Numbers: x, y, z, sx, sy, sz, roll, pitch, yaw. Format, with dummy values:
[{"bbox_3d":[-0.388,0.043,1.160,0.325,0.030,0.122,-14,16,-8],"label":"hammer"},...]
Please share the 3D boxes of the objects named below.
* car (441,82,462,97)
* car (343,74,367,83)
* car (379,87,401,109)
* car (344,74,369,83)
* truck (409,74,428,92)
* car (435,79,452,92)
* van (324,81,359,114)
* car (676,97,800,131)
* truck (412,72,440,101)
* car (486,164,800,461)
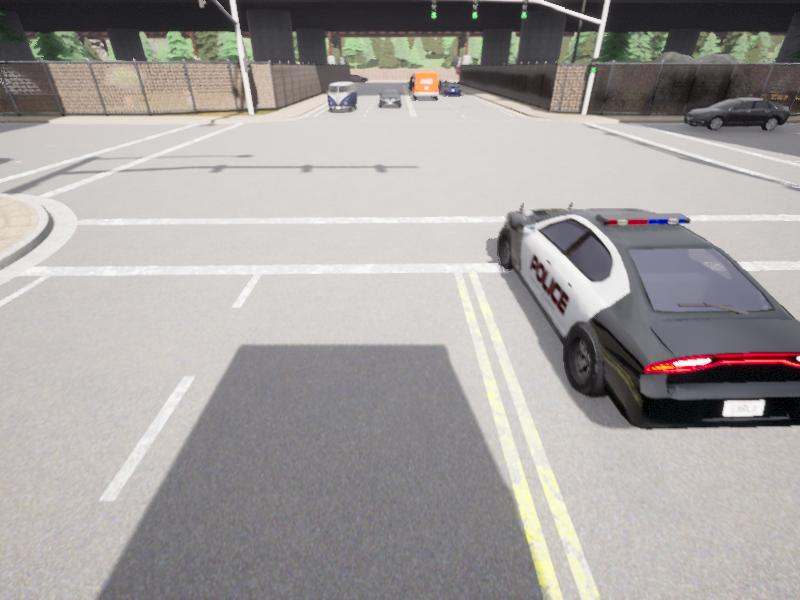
[{"bbox_3d":[6.113,-25.211,47.782,1.994,1.385,4.181,0,30,0],"label":"car"},{"bbox_3d":[-9.529,-47.368,85.410,4.856,1.649,2.033,0,30,0],"label":"car"},{"bbox_3d":[-0.829,-17.502,34.518,1.812,1.442,4.674,0,30,0],"label":"car"},{"bbox_3d":[-8.912,-45.605,82.395,4.856,1.649,2.033,0,30,0],"label":"car"},{"bbox_3d":[2.559,-30.748,56.527,2.390,2.098,6.274,0,30,0],"label":"truck"},{"bbox_3d":[6.060,-30.331,56.518,1.970,1.475,3.806,0,30,0],"label":"car"},{"bbox_3d":[-4.400,-15.602,30.725,1.775,1.987,4.442,1,31,2],"label":"van"},{"bbox_3d":[18.189,-10.072,21.651,4.892,1.490,1.837,0,30,1],"label":"car"},{"bbox_3d":[2.648,-22.632,42.271,2.627,2.467,5.204,0,30,-1],"label":"truck"},{"bbox_3d":[2.784,-0.500,5.340,2.038,1.542,4.974,-1,30,-2],"label":"car"}]
